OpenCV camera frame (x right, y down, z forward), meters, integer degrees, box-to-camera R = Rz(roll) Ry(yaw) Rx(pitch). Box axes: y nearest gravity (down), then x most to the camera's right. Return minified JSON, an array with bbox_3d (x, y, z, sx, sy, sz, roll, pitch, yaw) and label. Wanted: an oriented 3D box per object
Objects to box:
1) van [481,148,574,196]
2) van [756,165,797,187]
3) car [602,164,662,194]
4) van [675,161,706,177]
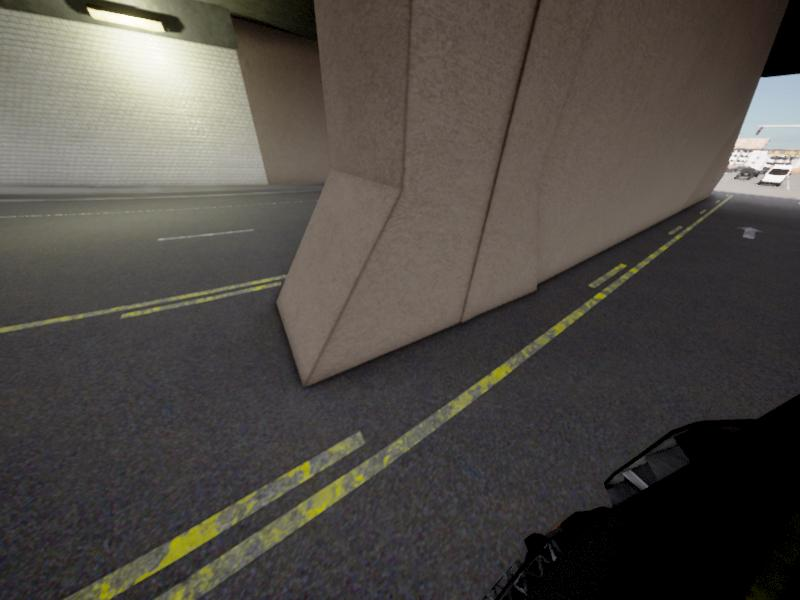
[{"bbox_3d":[8.826,-8.880,15.956,6.366,2.431,2.351,-20,40,-31],"label":"van"},{"bbox_3d":[55.554,-18.394,34.080,5.915,2.561,1.988,-19,39,-29],"label":"van"},{"bbox_3d":[18.878,-9.887,18.805,4.605,1.855,1.932,-19,40,-31],"label":"car"},{"bbox_3d":[59.143,-26.631,46.945,6.366,2.431,2.351,-19,40,-30],"label":"van"}]
